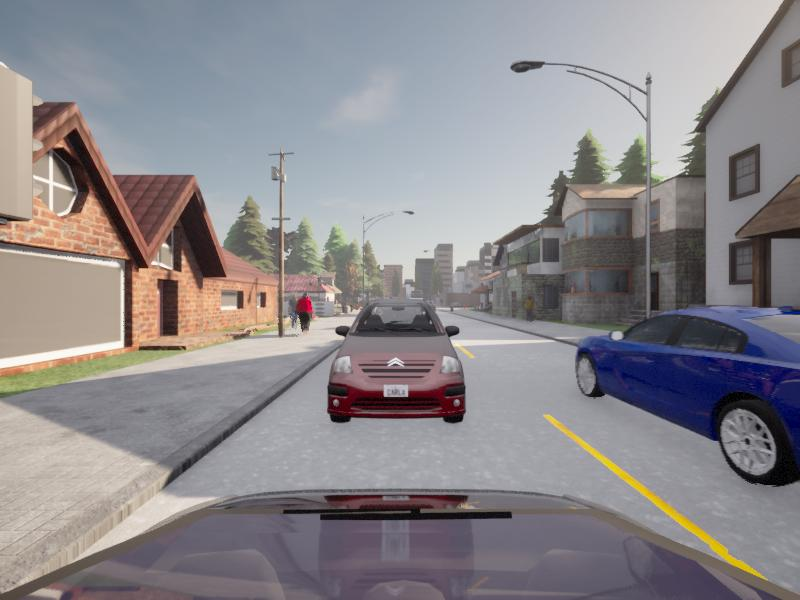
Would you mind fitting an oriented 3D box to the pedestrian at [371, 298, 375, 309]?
[{"bbox_3d":[-4.471,0.531,66.706,0.751,1.860,0.751,0,0,-4],"label":"pedestrian"}]

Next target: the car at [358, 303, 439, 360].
[{"bbox_3d":[-0.034,0.851,13.091,2.163,1.488,4.792,0,0,0],"label":"car"}]

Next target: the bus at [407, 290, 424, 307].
[{"bbox_3d":[3.885,-0.319,102.546,3.944,4.253,10.273,0,0,0],"label":"bus"}]

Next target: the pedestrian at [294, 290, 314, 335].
[{"bbox_3d":[-4.052,0.533,16.968,0.751,1.860,0.751,0,0,-8],"label":"pedestrian"}]

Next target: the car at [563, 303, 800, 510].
[{"bbox_3d":[3.963,0.823,4.923,1.882,1.535,5.008,0,0,0],"label":"car"}]

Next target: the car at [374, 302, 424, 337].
[{"bbox_3d":[-0.032,0.851,19.557,2.163,1.488,4.792,0,0,0],"label":"car"}]

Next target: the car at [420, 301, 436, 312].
[{"bbox_3d":[3.988,0.853,56.835,1.970,1.475,3.806,0,0,0],"label":"car"}]

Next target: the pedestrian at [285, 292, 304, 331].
[{"bbox_3d":[-5.055,0.533,19.225,0.751,1.860,0.751,0,0,-5],"label":"pedestrian"}]

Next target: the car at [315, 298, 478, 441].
[{"bbox_3d":[-0.037,0.788,6.528,1.851,1.617,3.988,0,0,0],"label":"car"}]

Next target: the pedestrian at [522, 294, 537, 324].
[{"bbox_3d":[8.184,0.533,25.258,0.751,1.860,0.751,0,0,3],"label":"pedestrian"}]
